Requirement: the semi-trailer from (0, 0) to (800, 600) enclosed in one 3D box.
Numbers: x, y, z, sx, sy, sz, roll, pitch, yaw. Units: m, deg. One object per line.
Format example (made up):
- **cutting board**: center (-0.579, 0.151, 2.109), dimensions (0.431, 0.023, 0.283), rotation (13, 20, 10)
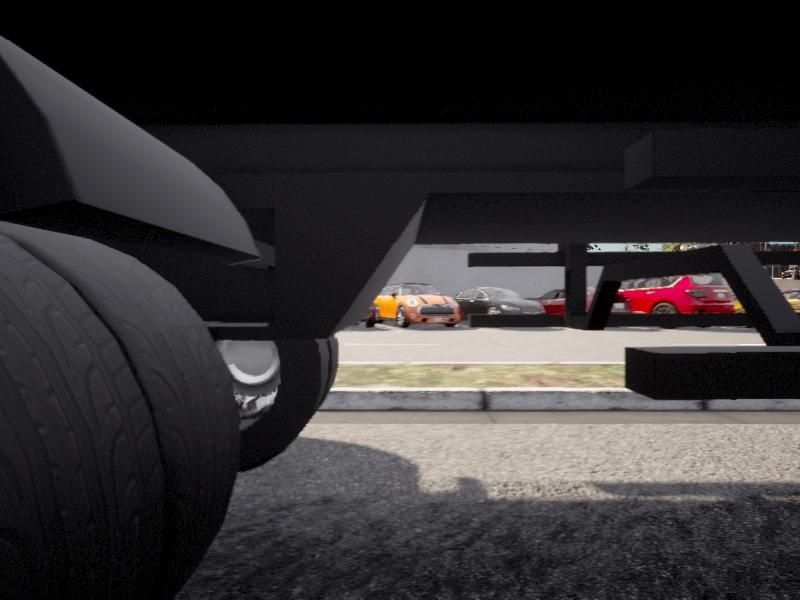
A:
- **semi-trailer**: center (0.331, -1.216, 1.696), dimensions (14.254, 4.402, 2.717), rotation (0, 0, 0)
